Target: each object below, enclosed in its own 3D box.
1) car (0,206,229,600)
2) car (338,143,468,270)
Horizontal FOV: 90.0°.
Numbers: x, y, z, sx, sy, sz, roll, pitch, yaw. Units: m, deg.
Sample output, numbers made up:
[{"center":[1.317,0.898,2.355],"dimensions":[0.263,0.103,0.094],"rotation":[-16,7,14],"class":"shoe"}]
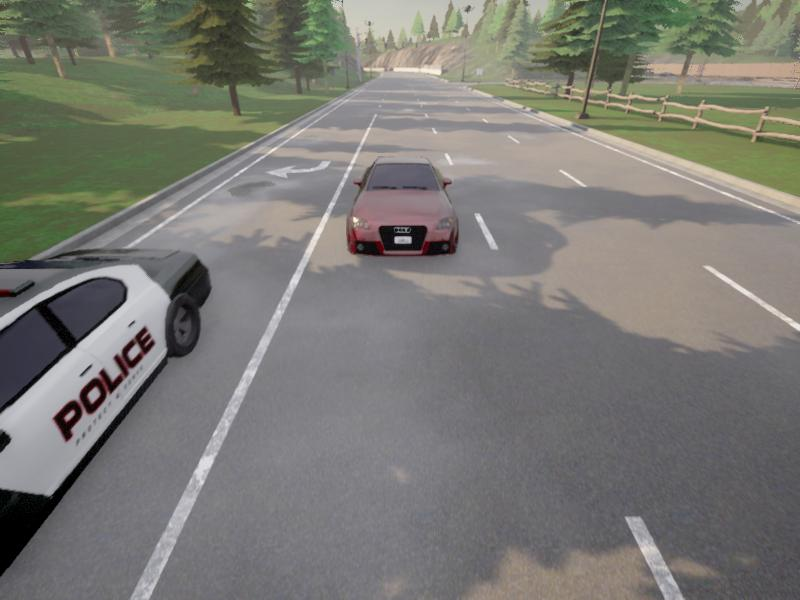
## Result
[{"center":[-3.456,0.754,3.165],"dimensions":[2.038,1.542,4.974],"rotation":[0,30,0],"class":"car"},{"center":[0.051,-2.164,8.270],"dimensions":[1.994,1.385,4.181],"rotation":[0,31,0],"class":"car"}]
